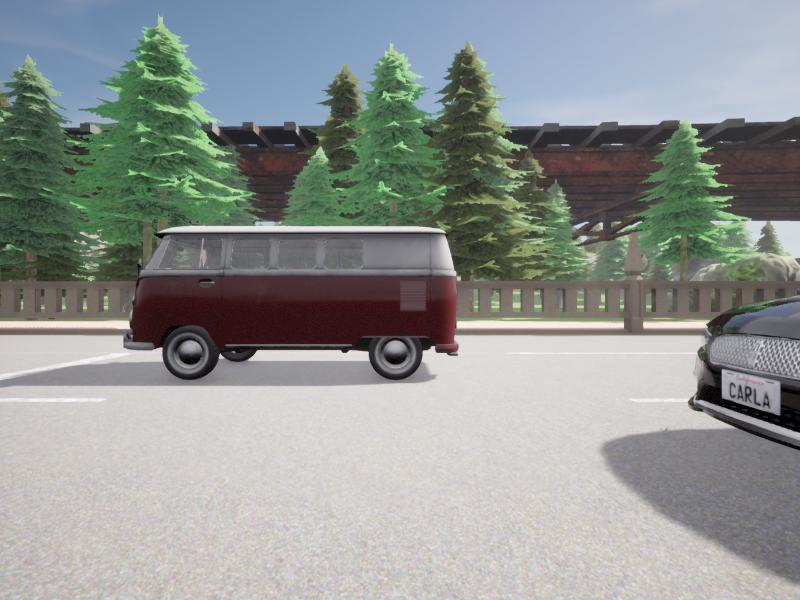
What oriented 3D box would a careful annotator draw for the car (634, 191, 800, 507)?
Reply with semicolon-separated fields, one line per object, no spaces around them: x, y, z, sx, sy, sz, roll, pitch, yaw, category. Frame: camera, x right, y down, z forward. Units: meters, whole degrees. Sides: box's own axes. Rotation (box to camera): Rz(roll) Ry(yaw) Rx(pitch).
4.363;0.237;2.200;4.902;1.511;2.128;0;0;0;car

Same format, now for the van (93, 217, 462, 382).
-1.470;-0.002;5.700;4.442;1.987;1.775;0;0;0;van
